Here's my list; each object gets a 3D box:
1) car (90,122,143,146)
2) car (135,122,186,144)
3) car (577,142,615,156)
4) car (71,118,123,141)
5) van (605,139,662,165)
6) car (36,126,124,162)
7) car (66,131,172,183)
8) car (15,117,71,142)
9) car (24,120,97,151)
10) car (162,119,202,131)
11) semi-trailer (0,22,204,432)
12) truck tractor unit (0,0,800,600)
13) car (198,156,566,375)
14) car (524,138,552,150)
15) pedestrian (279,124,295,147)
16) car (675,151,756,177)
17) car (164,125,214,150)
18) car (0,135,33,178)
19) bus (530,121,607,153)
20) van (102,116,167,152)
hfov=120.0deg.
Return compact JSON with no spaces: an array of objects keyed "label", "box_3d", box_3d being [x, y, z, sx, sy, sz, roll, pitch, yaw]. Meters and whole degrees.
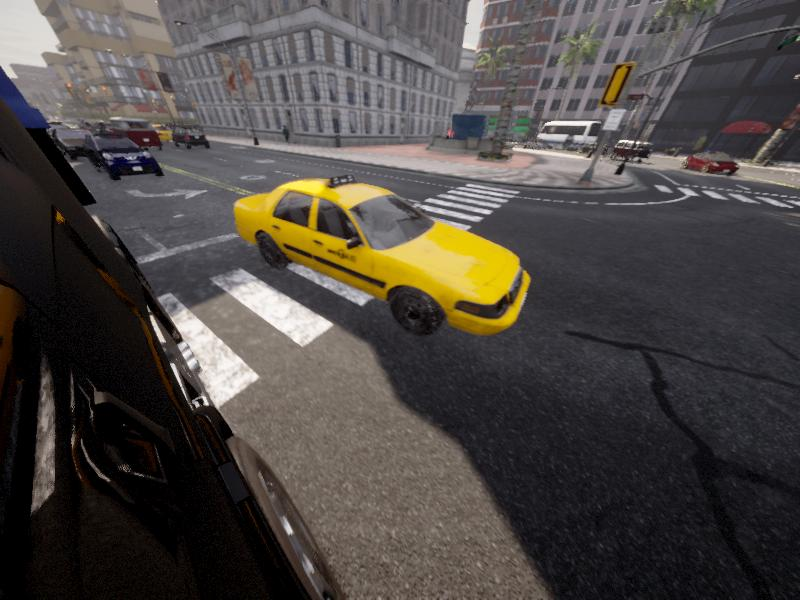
[{"label":"car","box_3d":[-25.345,-14.823,20.627,4.193,1.474,1.816,24,42,26]},{"label":"car","box_3d":[-24.364,-16.982,23.494,5.366,1.575,1.801,24,42,26]},{"label":"car","box_3d":[29.886,-23.151,35.399,1.970,1.475,3.806,-5,37,-10]},{"label":"car","box_3d":[-30.767,-17.319,23.451,4.611,1.667,2.242,27,43,29]},{"label":"van","box_3d":[26.730,-17.201,26.745,2.069,2.038,4.480,7,37,4]},{"label":"car","box_3d":[-19.298,-9.465,13.914,5.357,1.411,2.033,24,42,26]},{"label":"car","box_3d":[-12.100,-6.259,9.978,3.633,1.501,1.845,25,42,27]},{"label":"car","box_3d":[-32.449,-15.502,20.982,5.366,1.575,1.801,24,42,26]},{"label":"car","box_3d":[-24.829,-12.044,16.891,4.974,1.542,2.038,24,42,26]},{"label":"car","box_3d":[-42.773,-34.311,45.447,1.930,1.638,5.238,24,42,26]},{"label":"semi-trailer","box_3d":[-8.860,-3.489,4.063,14.254,4.402,2.717,26,43,28]},{"label":"truck tractor unit","box_3d":[-2.645,-0.295,0.351,6.516,4.208,3.053,28,44,30]},{"label":"car","box_3d":[-0.684,-1.169,3.863,5.366,1.575,1.801,23,41,24]},{"label":"car","box_3d":[24.187,-27.457,40.749,1.845,1.501,3.633,-13,40,-21]},{"label":"pedestrian","box_3d":[-11.342,-16.492,23.161,0.751,1.860,0.751,27,43,29]},{"label":"car","box_3d":[28.300,-12.516,21.047,2.163,1.488,4.792,14,38,14]},{"label":"car","box_3d":[-18.622,-14.363,20.384,3.705,1.549,1.789,25,42,26]},{"label":"car","box_3d":[-16.960,-5.899,9.177,3.633,1.501,1.845,25,42,26]},{"label":"bus","box_3d":[30.444,-30.311,42.705,3.944,4.253,10.273,-11,39,-19]},{"label":"van","box_3d":[-20.453,-12.809,17.823,4.442,1.987,1.775,25,42,26]}]
